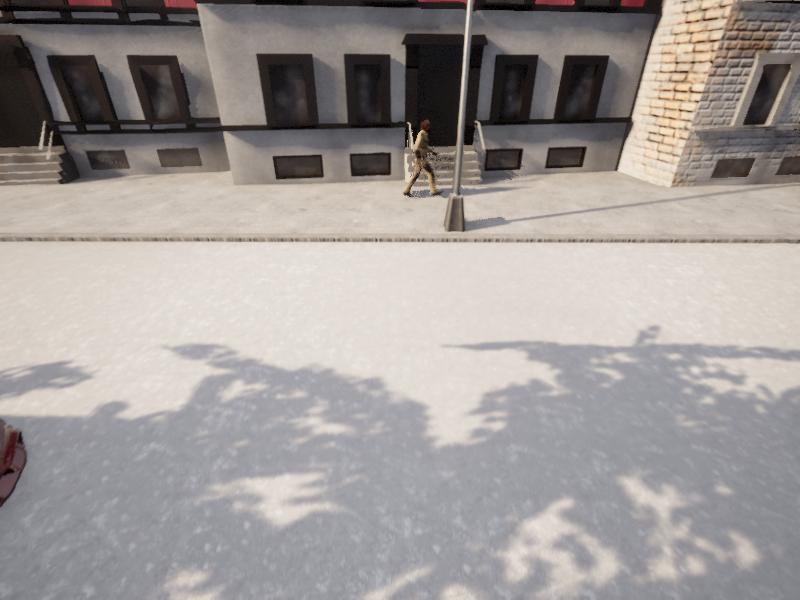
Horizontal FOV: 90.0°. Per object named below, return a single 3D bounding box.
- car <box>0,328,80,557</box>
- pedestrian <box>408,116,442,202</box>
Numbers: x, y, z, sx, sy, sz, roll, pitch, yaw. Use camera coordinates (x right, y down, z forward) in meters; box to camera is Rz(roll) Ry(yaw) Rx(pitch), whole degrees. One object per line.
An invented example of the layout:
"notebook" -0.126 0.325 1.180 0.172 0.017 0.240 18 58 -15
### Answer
"car" -5.197 1.247 2.435 4.674 1.442 1.812 0 30 0
"pedestrian" 0.585 -3.439 9.782 0.751 1.860 0.751 1 30 1
